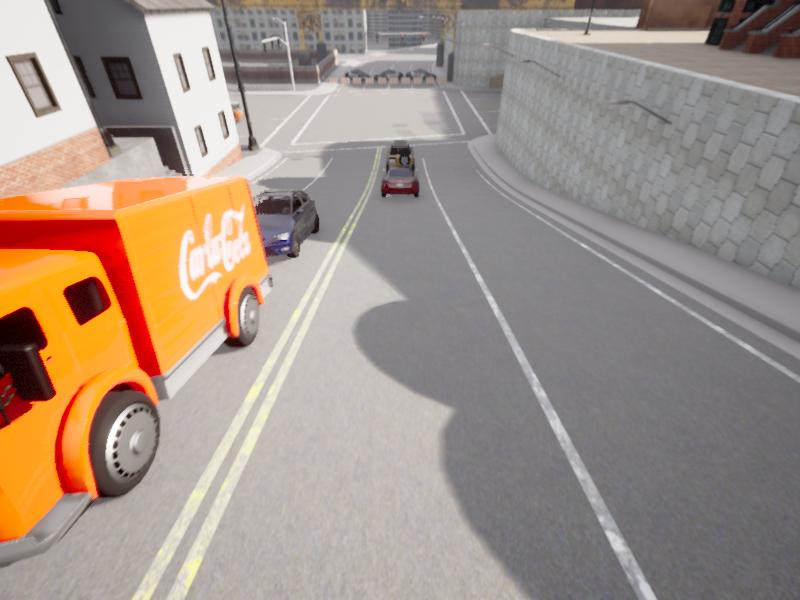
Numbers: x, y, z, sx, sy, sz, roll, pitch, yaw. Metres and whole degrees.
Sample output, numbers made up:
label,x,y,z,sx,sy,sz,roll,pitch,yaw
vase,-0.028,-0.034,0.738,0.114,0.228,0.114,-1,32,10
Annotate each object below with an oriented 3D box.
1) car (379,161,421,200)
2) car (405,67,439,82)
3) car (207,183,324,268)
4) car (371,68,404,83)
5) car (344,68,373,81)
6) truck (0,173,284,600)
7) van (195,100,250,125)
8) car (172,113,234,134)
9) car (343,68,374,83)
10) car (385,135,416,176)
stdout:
label,x,y,z,sx,sy,sz,roll,pitch,yaw
car,0.016,-6.379,21.022,1.994,1.385,4.181,0,25,0
car,3.459,-36.005,63.871,4.974,1.542,2.038,18,40,23
car,-3.495,-2.298,11.380,1.816,1.474,4.193,0,23,0
car,-1.915,-35.564,63.273,4.974,1.542,2.038,-23,42,-28
car,-6.560,-35.730,63.231,4.536,1.218,1.853,30,46,34
truck,-3.542,0.042,4.767,2.627,2.467,5.204,-1,23,0
van,-17.942,-19.043,40.606,4.442,1.987,1.775,0,36,0
car,-18.556,-16.682,37.871,4.674,1.442,1.812,0,37,-1
car,-6.523,-35.582,63.296,4.974,1.542,2.038,30,46,34
car,0.030,-9.973,27.442,1.932,1.855,4.605,0,30,0
